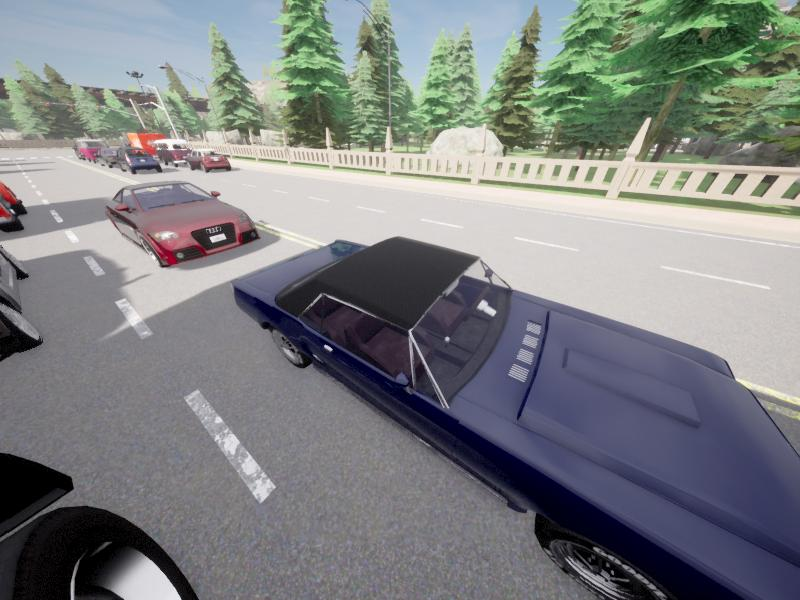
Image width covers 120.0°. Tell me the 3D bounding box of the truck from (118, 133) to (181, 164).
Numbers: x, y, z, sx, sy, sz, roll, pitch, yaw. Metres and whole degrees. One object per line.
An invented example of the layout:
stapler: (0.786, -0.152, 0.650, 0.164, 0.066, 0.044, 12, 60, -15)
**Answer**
truck: (-26.094, -15.854, 24.114, 5.204, 2.467, 2.627, 22, 41, 28)

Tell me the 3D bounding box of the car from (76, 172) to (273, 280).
car: (-5.492, -2.101, 5.678, 4.181, 1.385, 1.994, 21, 40, 27)

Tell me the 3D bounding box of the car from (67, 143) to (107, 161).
car: (-35.844, -16.980, 26.439, 3.705, 1.549, 1.789, 22, 41, 28)

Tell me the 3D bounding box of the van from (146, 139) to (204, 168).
van: (-20.412, -13.367, 20.994, 4.480, 2.038, 2.069, 22, 41, 28)

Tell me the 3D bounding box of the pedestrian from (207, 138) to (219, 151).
pedestrian: (-32.869, -27.320, 40.579, 0.751, 1.860, 0.751, 23, 41, 29)

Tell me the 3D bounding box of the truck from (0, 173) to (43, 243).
truck: (-12.776, -3.063, 6.029, 5.204, 2.467, 2.627, 22, 41, 28)

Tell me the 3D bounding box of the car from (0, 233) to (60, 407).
car: (-6.541, -0.183, 2.723, 5.238, 1.638, 1.930, 22, 41, 28)

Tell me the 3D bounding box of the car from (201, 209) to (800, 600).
car: (0.346, 0.296, 2.377, 4.718, 1.301, 1.895, 22, 41, 28)

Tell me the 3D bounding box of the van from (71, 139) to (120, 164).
van: (-31.123, -15.238, 23.623, 4.442, 1.987, 1.775, 22, 41, 28)

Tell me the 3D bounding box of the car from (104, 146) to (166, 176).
car: (-19.768, -10.469, 17.257, 3.988, 1.617, 1.851, 22, 41, 28)

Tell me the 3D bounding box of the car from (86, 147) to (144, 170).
car: (-25.304, -12.632, 20.476, 5.357, 1.411, 2.033, 22, 41, 28)

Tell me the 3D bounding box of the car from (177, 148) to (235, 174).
car: (-15.295, -11.056, 18.237, 3.806, 1.475, 1.970, 22, 40, 28)

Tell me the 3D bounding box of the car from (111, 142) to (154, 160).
car: (-32.242, -18.005, 27.858, 4.856, 1.649, 2.033, 22, 41, 28)
